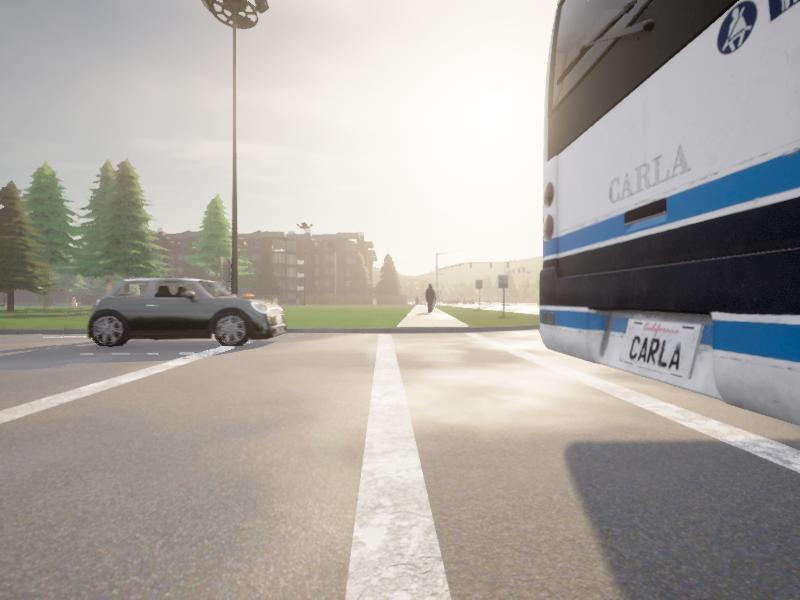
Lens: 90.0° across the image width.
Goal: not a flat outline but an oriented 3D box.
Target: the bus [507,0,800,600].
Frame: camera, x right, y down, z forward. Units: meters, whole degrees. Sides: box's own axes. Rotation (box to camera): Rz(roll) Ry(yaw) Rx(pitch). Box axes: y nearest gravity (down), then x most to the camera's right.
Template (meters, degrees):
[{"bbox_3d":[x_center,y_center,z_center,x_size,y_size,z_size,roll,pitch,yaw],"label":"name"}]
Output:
[{"bbox_3d":[6.376,-1.137,2.607,10.273,4.253,3.944,0,0,-2],"label":"bus"}]

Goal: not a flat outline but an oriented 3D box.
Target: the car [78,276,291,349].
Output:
[{"bbox_3d":[-4.657,0.257,9.144,3.806,1.475,1.970,0,0,-2],"label":"car"}]

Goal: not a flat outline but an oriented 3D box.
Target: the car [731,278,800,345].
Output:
[{"bbox_3d":[10.778,0.248,9.628,4.193,1.474,1.816,0,0,-2],"label":"car"}]

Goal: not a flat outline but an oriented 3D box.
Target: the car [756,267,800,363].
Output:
[{"bbox_3d":[8.754,0.231,6.063,4.902,1.511,2.128,0,0,-2],"label":"car"}]

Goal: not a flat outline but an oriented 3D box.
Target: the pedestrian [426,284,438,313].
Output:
[{"bbox_3d":[2.082,-0.116,26.164,0.751,1.860,0.751,0,0,2],"label":"pedestrian"}]

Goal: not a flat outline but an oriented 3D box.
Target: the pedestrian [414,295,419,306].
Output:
[{"bbox_3d":[2.893,0.036,70.287,0.751,1.860,0.751,0,0,-1],"label":"pedestrian"}]

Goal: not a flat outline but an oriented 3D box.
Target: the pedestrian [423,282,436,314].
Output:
[{"bbox_3d":[1.765,-0.116,23.749,0.751,1.860,0.751,0,0,4],"label":"pedestrian"}]
